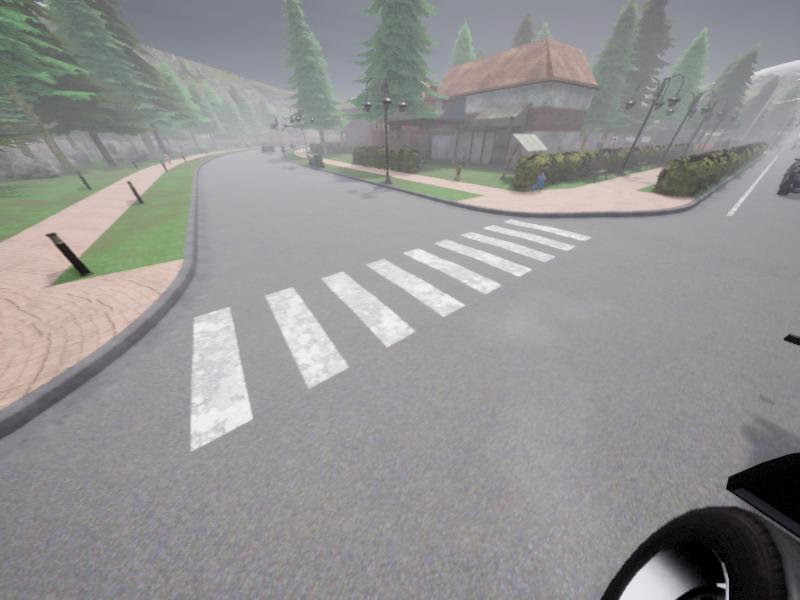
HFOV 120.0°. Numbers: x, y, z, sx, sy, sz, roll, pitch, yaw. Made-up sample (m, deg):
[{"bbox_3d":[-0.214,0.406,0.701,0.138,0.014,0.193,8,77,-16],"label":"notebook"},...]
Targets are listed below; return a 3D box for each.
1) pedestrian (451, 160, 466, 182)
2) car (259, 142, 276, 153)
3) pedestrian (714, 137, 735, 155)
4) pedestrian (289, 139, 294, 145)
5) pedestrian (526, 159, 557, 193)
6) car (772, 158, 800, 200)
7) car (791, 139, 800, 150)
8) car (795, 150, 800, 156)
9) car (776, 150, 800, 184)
[{"bbox_3d":[3.520,-7.739,13.874,0.500,1.100,0.500,-22,40,-27],"label":"pedestrian"},{"bbox_3d":[-26.784,-31.067,46.929,2.097,1.767,4.553,-11,36,-14],"label":"car"},{"bbox_3d":[43.186,-20.489,30.735,0.751,1.860,0.751,-23,41,-29],"label":"pedestrian"},{"bbox_3d":[-39.159,-56.987,83.452,0.751,1.860,0.751,2,35,4],"label":"pedestrian"},{"bbox_3d":[6.531,-5.761,10.718,0.751,1.300,0.751,10,36,14],"label":"pedestrian"},{"bbox_3d":[19.207,-5.625,10.334,4.856,1.649,2.033,-23,41,-28],"label":"car"},{"bbox_3d":[74.988,-28.964,42.950,5.366,1.575,1.801,-23,41,-28],"label":"car"},{"bbox_3d":[59.189,-20.773,31.877,2.242,1.667,4.611,12,37,17],"label":"car"},{"bbox_3d":[24.739,-7.888,13.604,4.902,1.511,2.128,-23,41,-28],"label":"car"}]
